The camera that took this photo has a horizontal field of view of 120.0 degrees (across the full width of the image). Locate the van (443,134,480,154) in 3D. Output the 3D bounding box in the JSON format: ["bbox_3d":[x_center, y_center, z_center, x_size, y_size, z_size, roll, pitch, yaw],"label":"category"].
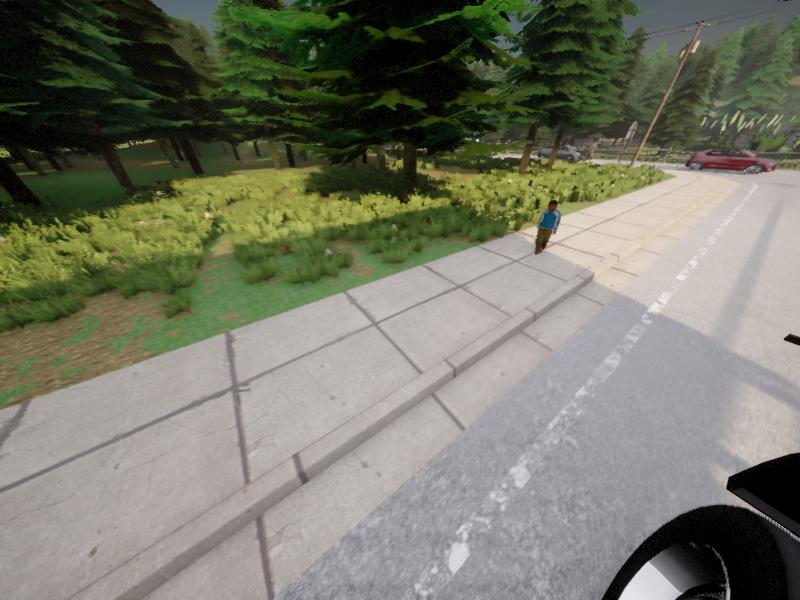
[{"bbox_3d":[9.968,-25.733,38.079,1.988,2.561,5.915,-22,41,-27],"label":"van"}]

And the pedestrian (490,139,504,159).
[{"bbox_3d":[10.937,-17.143,26.155,0.751,1.860,0.751,-17,39,-22],"label":"pedestrian"}]

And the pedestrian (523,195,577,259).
[{"bbox_3d":[3.058,-1.510,4.765,0.500,1.100,0.500,29,45,35],"label":"pedestrian"}]

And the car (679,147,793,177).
[{"bbox_3d":[23.522,-9.879,16.404,1.816,1.474,4.193,-20,40,-26],"label":"car"}]

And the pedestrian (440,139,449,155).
[{"bbox_3d":[6.124,-21.025,31.712,0.751,1.860,0.751,-24,42,-30],"label":"pedestrian"}]

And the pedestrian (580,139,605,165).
[{"bbox_3d":[16.359,-12.617,19.694,0.751,1.860,0.751,-12,37,-16],"label":"pedestrian"}]

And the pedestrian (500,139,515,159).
[{"bbox_3d":[11.639,-16.399,25.095,0.751,1.860,0.751,-17,39,-23],"label":"pedestrian"}]

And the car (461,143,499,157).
[{"bbox_3d":[10.983,-20.905,32.095,2.007,1.525,4.514,-22,40,-27],"label":"car"}]

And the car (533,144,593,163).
[{"bbox_3d":[17.112,-15.612,24.532,2.007,1.525,4.514,-20,40,-26],"label":"car"}]
